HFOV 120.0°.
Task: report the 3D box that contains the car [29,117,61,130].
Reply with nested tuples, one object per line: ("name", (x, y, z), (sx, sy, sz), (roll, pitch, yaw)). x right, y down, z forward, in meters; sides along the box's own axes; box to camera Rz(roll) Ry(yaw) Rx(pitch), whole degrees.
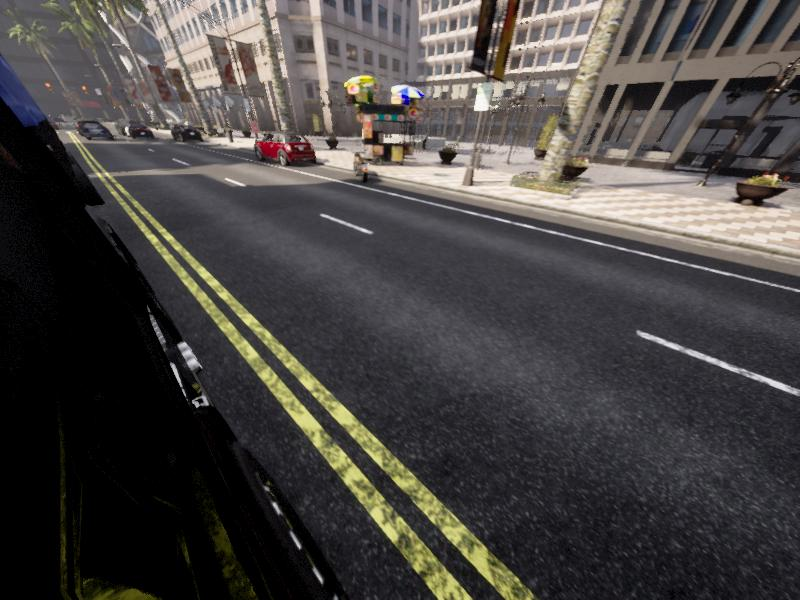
("car", (-53.628, -26.727, 34.966), (4.792, 1.488, 2.163), (29, 44, 30))

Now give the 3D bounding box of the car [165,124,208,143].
("car", (-24.048, -18.742, 25.965), (4.792, 1.488, 2.163), (28, 44, 30))

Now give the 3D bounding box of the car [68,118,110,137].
("car", (-36.913, -20.503, 27.448), (4.611, 1.667, 2.242), (28, 44, 30))

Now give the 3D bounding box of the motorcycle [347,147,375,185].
("motorcycle", (-1.920, -6.503, 11.125), (0.764, 1.277, 2.356), (-11, 39, -17))

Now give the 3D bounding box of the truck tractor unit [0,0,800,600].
("truck tractor unit", (-2.645, -0.295, 0.351), (6.516, 4.208, 3.053), (28, 44, 30))

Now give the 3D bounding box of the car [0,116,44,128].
("car", (-61.210, -28.071, 36.411), (2.033, 1.411, 5.357), (7, 37, 6))

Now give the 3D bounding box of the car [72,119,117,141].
("car", (-31.733, -17.671, 24.004), (4.856, 1.649, 2.033), (29, 44, 30))

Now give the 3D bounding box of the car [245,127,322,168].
("car", (-7.441, -9.790, 14.720), (4.553, 1.767, 2.185), (28, 44, 30))

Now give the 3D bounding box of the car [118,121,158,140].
("car", (-30.778, -19.890, 27.081), (4.974, 1.542, 2.038), (28, 44, 30))

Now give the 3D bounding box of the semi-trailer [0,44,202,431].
("semi-trailer", (-8.697, -3.597, 4.242), (14.254, 4.402, 2.717), (28, 44, 30))

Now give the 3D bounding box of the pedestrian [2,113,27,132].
("pedestrian", (-47.476, -21.858, 28.478), (0.751, 1.860, 0.751), (24, 42, 27))
